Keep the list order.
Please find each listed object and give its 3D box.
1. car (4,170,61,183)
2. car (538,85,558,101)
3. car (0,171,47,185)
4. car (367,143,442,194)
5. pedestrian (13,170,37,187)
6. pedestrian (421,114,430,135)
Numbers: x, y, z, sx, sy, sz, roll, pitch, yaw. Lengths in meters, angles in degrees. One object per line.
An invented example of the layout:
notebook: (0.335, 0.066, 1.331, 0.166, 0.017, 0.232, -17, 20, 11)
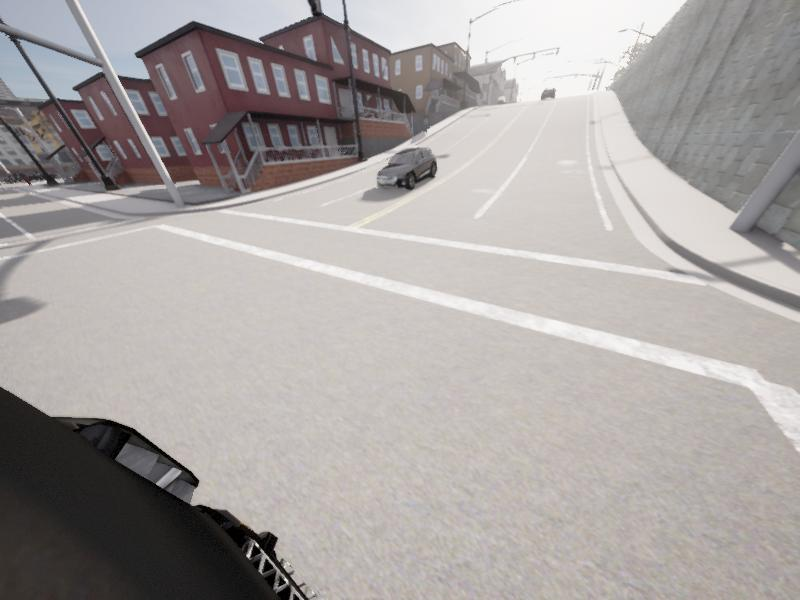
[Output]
car: (-62.718, -21.147, 39.538, 1.837, 1.490, 4.892, 16, 38, 26)
car: (23.828, -33.149, 37.091, 2.128, 1.511, 4.902, 15, 42, 26)
car: (-60.386, -19.624, 37.001, 1.789, 1.549, 3.705, 16, 37, 26)
car: (0.500, -7.519, 13.036, 2.033, 1.649, 4.856, 16, 43, 26)
pedestrian: (-47.792, -15.512, 29.466, 0.751, 1.860, 0.751, 15, 38, 25)
pedestrian: (2.936, -20.188, 26.692, 0.751, 1.860, 0.751, 15, 37, 25)
